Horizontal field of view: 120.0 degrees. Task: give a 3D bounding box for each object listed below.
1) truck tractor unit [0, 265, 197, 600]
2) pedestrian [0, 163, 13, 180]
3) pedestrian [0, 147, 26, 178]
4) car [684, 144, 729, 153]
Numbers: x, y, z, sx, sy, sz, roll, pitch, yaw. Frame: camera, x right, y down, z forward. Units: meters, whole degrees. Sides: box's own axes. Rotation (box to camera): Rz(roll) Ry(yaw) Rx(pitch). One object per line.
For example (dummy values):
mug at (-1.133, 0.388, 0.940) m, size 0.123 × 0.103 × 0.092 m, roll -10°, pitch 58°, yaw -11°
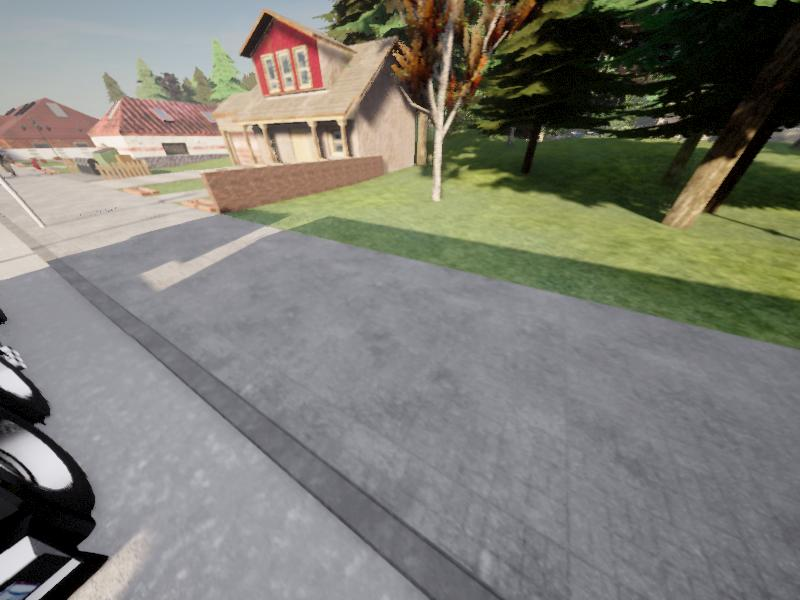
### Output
truck tractor unit at (-5.114, -0.297, 0.781) m, size 6.516 × 4.208 × 3.053 m, roll 18°, pitch 39°, yaw 24°
pedestrian at (-27.772, -9.142, 15.531) m, size 0.751 × 1.860 × 0.751 m, roll 4°, pitch 35°, yaw 6°
pedestrian at (-28.683, -9.985, 16.750) m, size 0.751 × 1.860 × 0.751 m, roll 18°, pitch 39°, yaw 24°
car at (62.299, -30.934, 47.027) m, size 2.033 × 1.411 × 5.357 m, roll -27°, pitch 43°, yaw -33°
